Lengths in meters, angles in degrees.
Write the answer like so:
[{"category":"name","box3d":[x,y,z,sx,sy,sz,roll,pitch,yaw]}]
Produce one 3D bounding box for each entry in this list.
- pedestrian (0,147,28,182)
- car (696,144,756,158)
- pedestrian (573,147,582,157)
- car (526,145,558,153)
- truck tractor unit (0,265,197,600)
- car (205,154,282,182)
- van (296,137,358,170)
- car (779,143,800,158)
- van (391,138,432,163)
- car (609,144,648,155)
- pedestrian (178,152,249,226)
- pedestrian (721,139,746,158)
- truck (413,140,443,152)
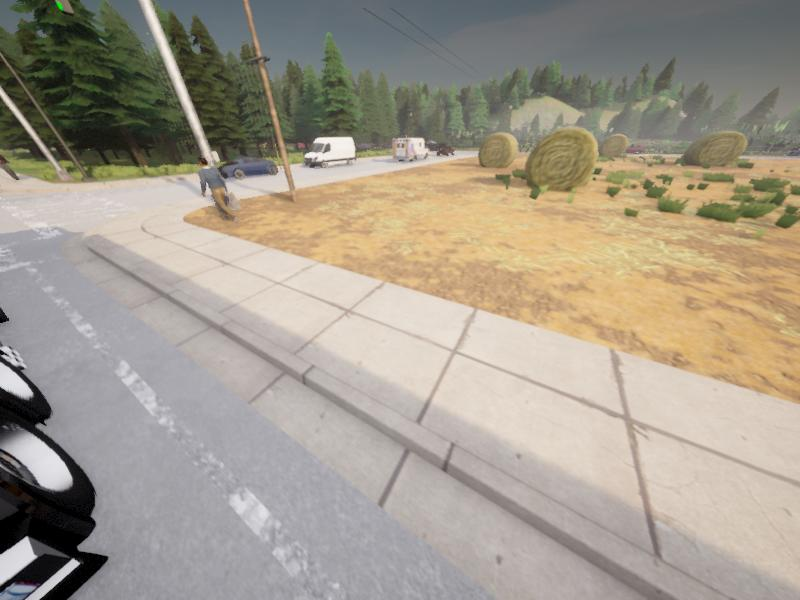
[{"category":"pedestrian","box3d":[-25.271,-8.634,14.748,0.751,1.860,0.751,23,41,30]},{"category":"car","box3d":[43.742,-20.110,31.178,4.193,1.474,1.816,21,40,27]},{"category":"pedestrian","box3d":[24.580,-20.563,32.058,0.500,1.100,0.500,-21,40,-26]},{"category":"car","box3d":[26.972,-28.771,43.961,4.718,1.301,1.895,21,40,27]},{"category":"truck tractor unit","box3d":[-5.112,-0.299,0.784,6.516,4.208,3.053,18,39,24]},{"category":"car","box3d":[-11.573,-10.065,17.453,1.994,1.385,4.181,19,39,25]},{"category":"van","box3d":[-7.044,-14.879,23.303,1.988,2.561,5.915,19,39,25]},{"category":"car","box3d":[53.291,-18.967,29.301,4.856,1.649,2.033,20,40,27]},{"category":"van","box3d":[1.548,-19.153,29.460,2.351,2.431,6.366,19,39,25]},{"category":"car","box3d":[37.460,-24.881,38.103,4.193,1.474,1.816,21,40,27]},{"category":"pedestrian","box3d":[-5.406,-3.266,6.832,0.751,1.860,0.751,15,38,21]},{"category":"pedestrian","box3d":[40.015,-18.156,27.758,0.751,1.860,0.751,15,38,21]},{"category":"truck","box3d":[6.090,-34.168,51.237,6.274,2.098,2.390,26,42,33]}]
